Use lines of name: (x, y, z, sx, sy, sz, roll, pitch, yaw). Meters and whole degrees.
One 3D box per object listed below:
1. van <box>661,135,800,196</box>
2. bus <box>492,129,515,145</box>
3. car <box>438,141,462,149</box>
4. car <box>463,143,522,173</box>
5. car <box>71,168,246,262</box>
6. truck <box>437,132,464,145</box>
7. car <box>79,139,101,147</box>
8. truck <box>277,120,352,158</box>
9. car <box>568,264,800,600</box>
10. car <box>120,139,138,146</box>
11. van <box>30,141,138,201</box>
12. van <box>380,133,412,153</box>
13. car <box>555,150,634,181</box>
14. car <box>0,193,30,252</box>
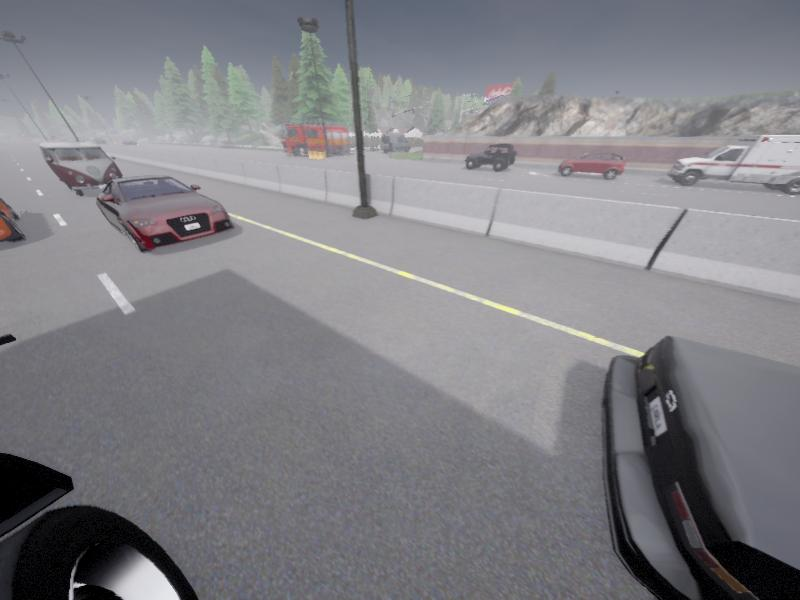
van: (19.180, -7.259, 12.282, 6.366, 2.431, 2.351, 22, 41, 28)
bus: (35.811, -56.108, 79.743, 3.944, 4.253, 10.273, 22, 41, 28)
car: (11.390, -35.402, 52.665, 5.008, 1.535, 1.882, -17, 39, -23)
car: (7.535, -11.808, 19.074, 3.866, 1.878, 1.905, 22, 41, 28)
car: (-6.519, -2.553, 6.273, 4.181, 1.385, 1.994, 22, 41, 28)
truck: (18.134, -58.264, 83.322, 8.468, 3.827, 2.891, 22, 41, 28)
car: (-74.420, -37.735, 55.467, 5.027, 1.651, 2.152, 22, 41, 28)
truck: (-11.331, -21.836, 31.433, 8.468, 3.827, 2.891, -21, 41, -27)
car: (3.778, 1.652, 0.395, 5.357, 1.411, 2.033, 22, 41, 28)
car: (-71.123, -41.303, 60.585, 4.718, 1.301, 1.895, 22, 41, 28)
van: (-14.628, -6.126, 10.719, 4.442, 1.987, 1.775, 22, 41, 28)
van: (-0.548, -25.280, 37.181, 1.988, 2.561, 5.915, 22, 41, 28)
car: (13.210, -9.345, 15.936, 3.705, 1.549, 1.789, 22, 41, 28)
car: (-11.489, -2.297, 5.490, 4.553, 1.767, 2.097, 22, 41, 28)
